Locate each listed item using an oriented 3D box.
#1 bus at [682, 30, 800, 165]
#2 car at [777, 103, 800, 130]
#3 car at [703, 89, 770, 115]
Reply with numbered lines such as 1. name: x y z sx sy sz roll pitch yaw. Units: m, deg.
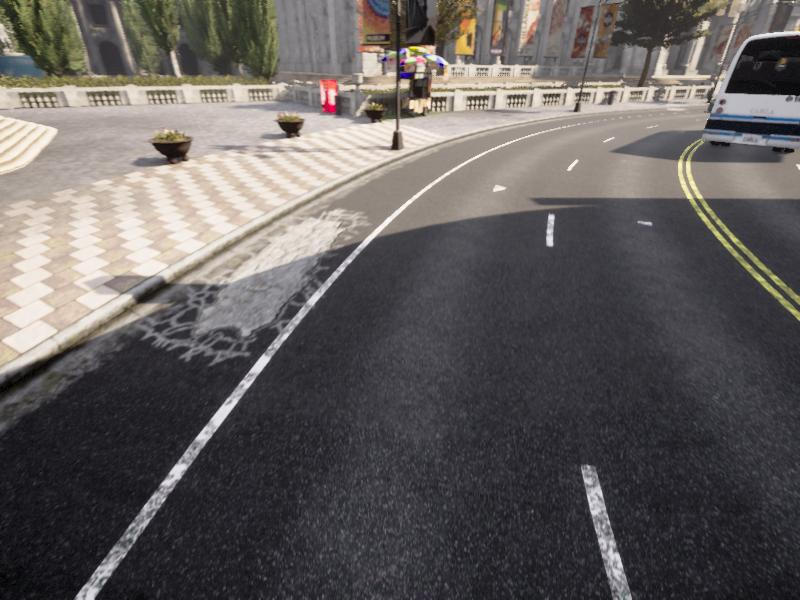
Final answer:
1. bus: 17.031 -9.416 18.249 3.944 4.253 10.273 25 38 35
2. car: 25.558 -11.318 24.592 4.718 1.301 1.895 -18 35 -29
3. car: 27.474 -16.241 32.678 4.611 1.667 2.242 -16 34 -27
